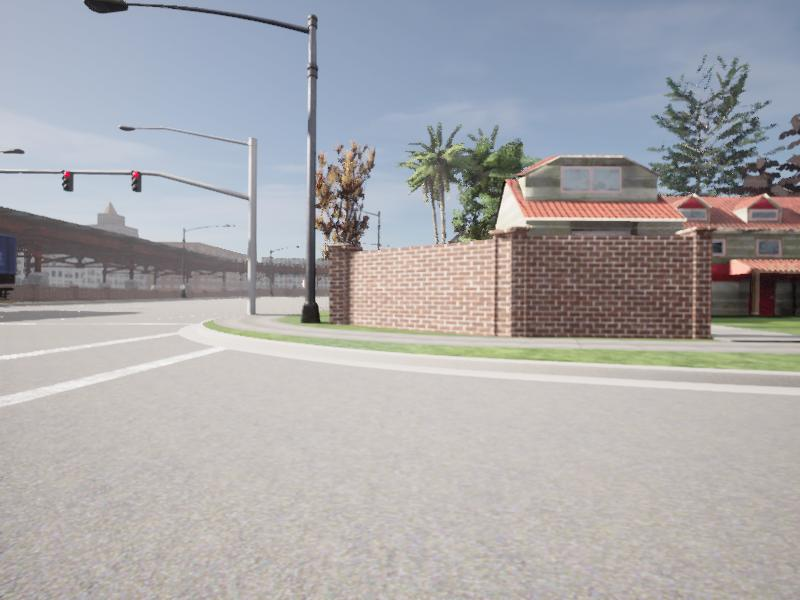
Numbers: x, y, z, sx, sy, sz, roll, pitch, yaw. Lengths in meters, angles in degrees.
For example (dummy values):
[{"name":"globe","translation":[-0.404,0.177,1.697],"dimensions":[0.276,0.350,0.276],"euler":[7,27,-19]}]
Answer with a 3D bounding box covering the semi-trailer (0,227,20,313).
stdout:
[{"name":"semi-trailer","translation":[-22.167,-1.517,14.502],"dimensions":[2.717,4.402,14.254],"euler":[1,0,2]}]
